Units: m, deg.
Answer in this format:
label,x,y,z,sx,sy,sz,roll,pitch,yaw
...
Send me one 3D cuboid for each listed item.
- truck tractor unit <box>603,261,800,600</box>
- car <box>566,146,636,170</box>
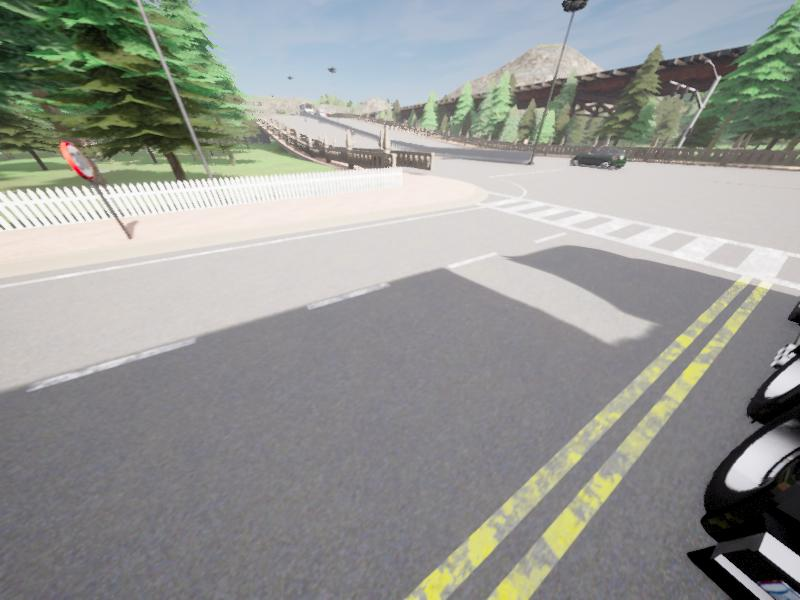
label,x,y,z,sx,sy,sz,roll,pitch,yaw
truck tractor unit,5.102,-0.311,0.787,6.516,4.208,3.053,-19,39,-24
car,19.948,-14.389,23.244,2.097,1.767,4.553,-12,37,-17
